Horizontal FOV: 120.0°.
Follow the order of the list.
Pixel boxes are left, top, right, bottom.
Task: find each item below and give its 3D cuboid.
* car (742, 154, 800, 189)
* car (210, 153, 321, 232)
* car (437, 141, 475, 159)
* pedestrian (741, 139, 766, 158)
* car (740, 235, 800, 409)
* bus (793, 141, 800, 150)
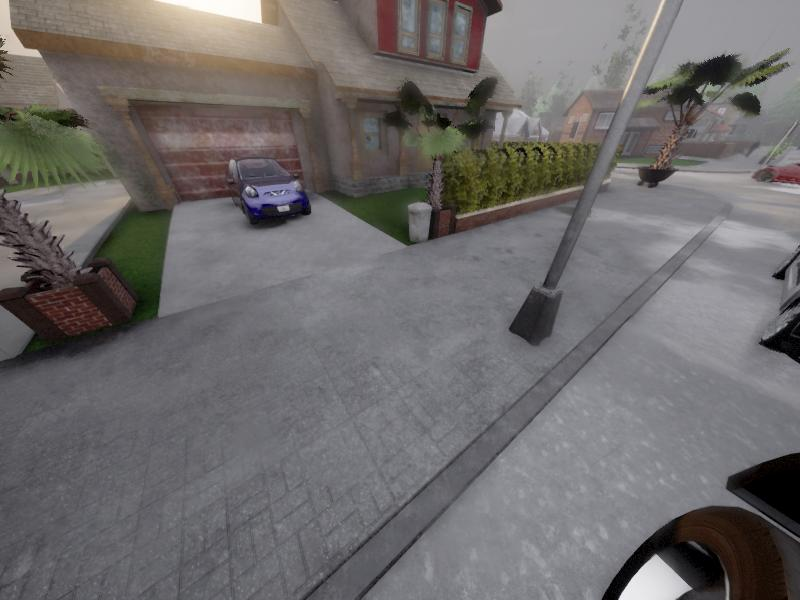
[{"bbox_3d":[21.576,-6.502,11.822,1.994,1.385,4.181,1,35,1],"label":"car"},{"bbox_3d":[-4.139,-3.474,7.009,1.845,1.501,3.633,-24,42,-30],"label":"car"},{"bbox_3d":[7.293,-19.920,30.583,2.097,1.767,4.553,-22,41,-28],"label":"car"},{"bbox_3d":[40.254,-17.253,26.313,0.751,1.860,0.751,-24,41,-29],"label":"pedestrian"},{"bbox_3d":[6.545,-0.167,2.712,5.238,1.638,1.930,-22,41,-28],"label":"car"},{"bbox_3d":[82.621,-32.095,45.254,10.273,4.253,3.944,-22,41,-28],"label":"bus"}]
